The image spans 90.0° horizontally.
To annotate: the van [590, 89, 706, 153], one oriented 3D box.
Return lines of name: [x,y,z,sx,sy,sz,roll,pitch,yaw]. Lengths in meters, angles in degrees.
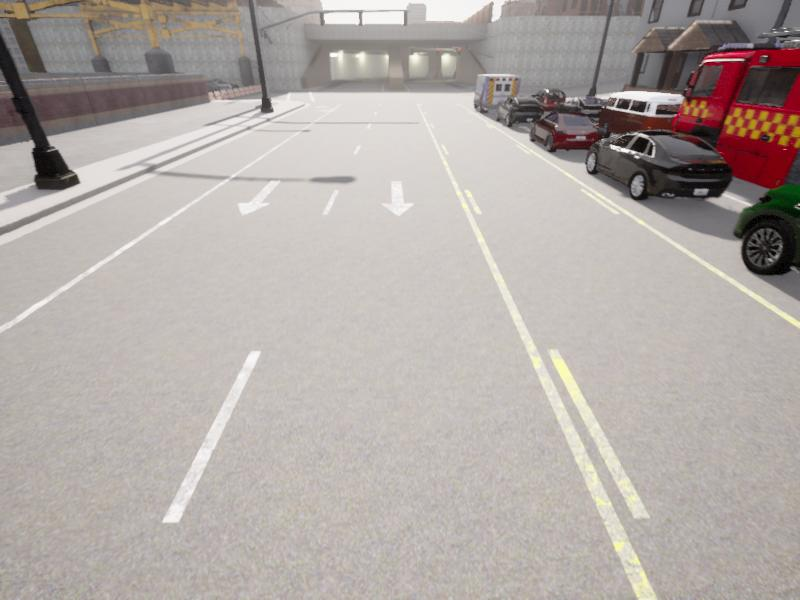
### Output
van: [10.483,-7.943,17.495,2.069,2.038,4.480,0,30,0]

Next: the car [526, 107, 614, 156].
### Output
car: [6.965,-7.238,16.959,1.994,1.385,4.181,1,30,1]

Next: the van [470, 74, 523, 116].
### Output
van: [6.984,-15.427,29.870,2.351,2.431,6.366,0,30,0]

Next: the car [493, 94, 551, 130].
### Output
car: [6.981,-11.127,23.462,1.837,1.490,4.892,0,30,0]

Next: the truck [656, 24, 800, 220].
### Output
truck: [10.494,-4.298,9.520,2.891,3.827,8.468,0,30,0]

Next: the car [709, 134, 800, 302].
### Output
car: [6.993,-0.460,4.735,2.150,2.045,5.566,0,30,0]

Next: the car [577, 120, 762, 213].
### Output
car: [6.989,-3.949,11.229,1.837,1.490,4.892,0,30,0]

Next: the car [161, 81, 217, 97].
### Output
car: [-21.235,-21.289,40.386,1.853,1.218,4.536,26,39,36]

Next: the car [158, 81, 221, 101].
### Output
car: [-21.199,-21.172,40.498,2.038,1.542,4.974,26,39,36]

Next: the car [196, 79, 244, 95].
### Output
car: [-22.006,-26.219,49.102,2.038,1.542,4.974,15,34,24]

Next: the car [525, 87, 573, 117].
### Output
car: [10.483,-14.146,28.496,1.851,1.617,3.988,0,30,0]

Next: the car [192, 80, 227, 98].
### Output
car: [-21.213,-23.504,44.473,2.038,1.542,4.974,-21,36,-31]

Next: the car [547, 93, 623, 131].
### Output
car: [10.476,-10.970,23.177,2.128,1.511,4.902,0,30,0]
